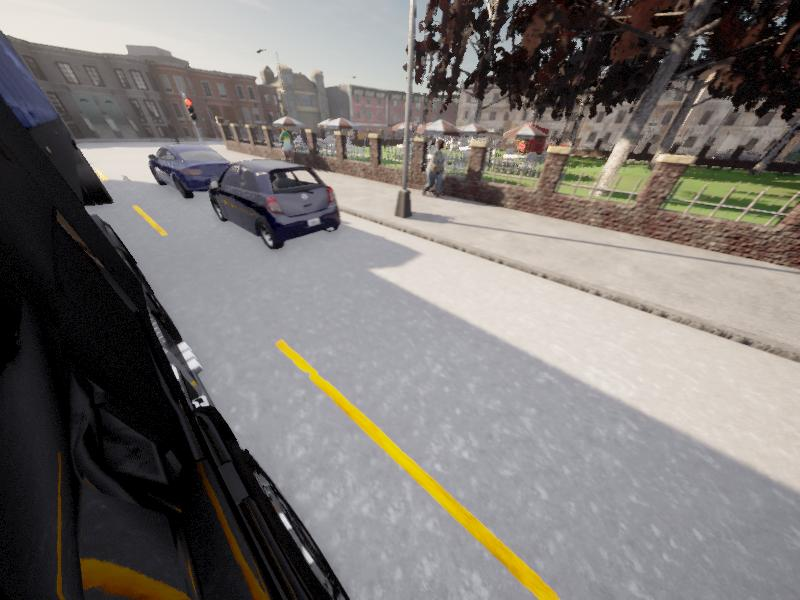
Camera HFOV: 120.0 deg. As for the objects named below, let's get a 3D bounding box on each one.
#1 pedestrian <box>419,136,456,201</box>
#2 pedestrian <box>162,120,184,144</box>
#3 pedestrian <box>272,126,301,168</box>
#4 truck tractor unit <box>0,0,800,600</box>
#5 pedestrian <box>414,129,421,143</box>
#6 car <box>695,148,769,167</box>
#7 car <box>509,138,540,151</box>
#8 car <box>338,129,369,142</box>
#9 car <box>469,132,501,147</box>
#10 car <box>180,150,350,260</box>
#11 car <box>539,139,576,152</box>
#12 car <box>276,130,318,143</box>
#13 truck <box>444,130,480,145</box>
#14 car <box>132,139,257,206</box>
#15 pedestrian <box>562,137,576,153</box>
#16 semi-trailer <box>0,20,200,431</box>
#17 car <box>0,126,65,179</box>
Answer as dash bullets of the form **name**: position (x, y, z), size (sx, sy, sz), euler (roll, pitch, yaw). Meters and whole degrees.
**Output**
- **pedestrian**: position (1.282, -4.583, 8.080), size (0.751, 1.860, 0.751), euler (27, 43, 29)
- **pedestrian**: position (-22.242, -16.482, 22.671), size (0.751, 1.860, 0.751), euler (28, 43, 29)
- **pedestrian**: position (-6.246, -8.469, 12.784), size (0.751, 1.860, 0.751), euler (28, 44, 30)
- **truck tractor unit**: position (-2.645, -0.295, 0.351), size (6.516, 4.208, 3.053), euler (28, 44, 30)
- **pedestrian**: position (2.924, -27.358, 38.582), size (0.751, 1.860, 0.751), euler (-17, 41, -24)
- **car**: position (40.860, -17.785, 28.670), size (4.902, 1.511, 2.128), euler (27, 43, 29)
- **car**: position (20.104, -25.357, 37.514), size (3.806, 1.475, 1.970), euler (27, 43, 28)
- **car**: position (-7.599, -27.177, 38.167), size (1.882, 1.535, 5.008), euler (28, 43, 29)
- **car**: position (14.938, -28.322, 40.812), size (4.605, 1.855, 1.932), euler (28, 44, 30)
- **car**: position (-3.194, -2.534, 5.558), size (3.633, 1.501, 1.845), euler (27, 43, 29)
- **car**: position (25.916, -25.505, 38.032), size (4.514, 1.525, 2.007), euler (27, 43, 29)
- **car**: position (-14.023, -22.522, 31.756), size (1.895, 1.301, 4.718), euler (27, 43, 29)
- **truck**: position (12.324, -32.569, 46.138), size (6.274, 2.098, 2.390), euler (25, 42, 26)
- **car**: position (-7.548, -4.842, 8.439), size (4.674, 1.442, 1.812), euler (27, 43, 28)
- **pedestrian**: position (23.806, -21.885, 32.576), size (0.751, 1.860, 0.751), euler (-22, 43, -29)
- **semi-trailer**: position (-8.594, -3.673, 4.330), size (14.254, 4.402, 2.717), euler (29, 44, 31)
- **car**: position (-16.775, -6.408, 9.885), size (4.514, 1.525, 2.007), euler (26, 43, 28)
